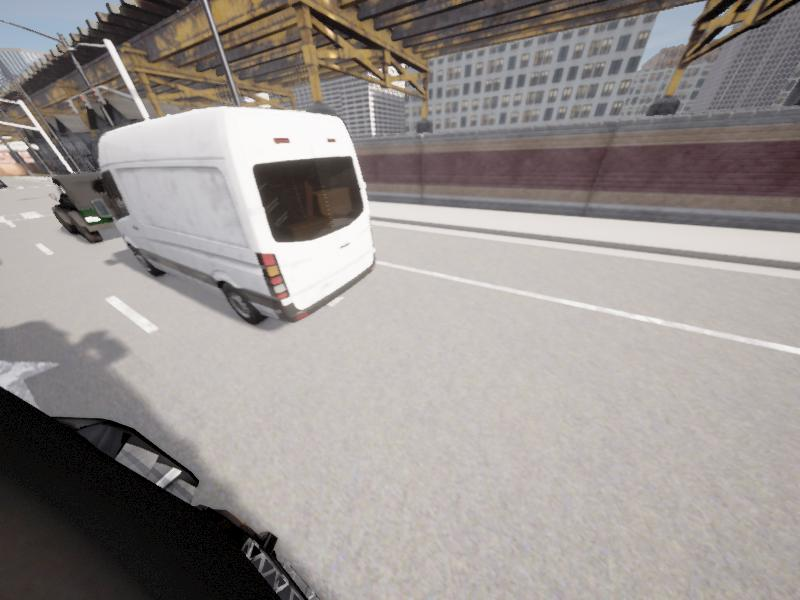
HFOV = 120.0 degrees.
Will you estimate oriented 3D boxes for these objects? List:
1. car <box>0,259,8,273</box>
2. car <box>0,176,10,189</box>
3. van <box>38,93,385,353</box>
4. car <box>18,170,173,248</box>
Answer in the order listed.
[{"bbox_3d":[-11.962,-1.511,5.395,3.866,1.878,1.905,16,38,26],"label":"car"},{"bbox_3d":[-49.635,-14.276,27.632,5.027,1.651,2.152,16,38,26],"label":"car"},{"bbox_3d":[-3.397,-1.591,4.293,5.915,2.561,1.988,16,38,26],"label":"van"},{"bbox_3d":[-10.323,-3.281,7.933,3.866,1.878,1.905,16,38,26],"label":"car"}]
